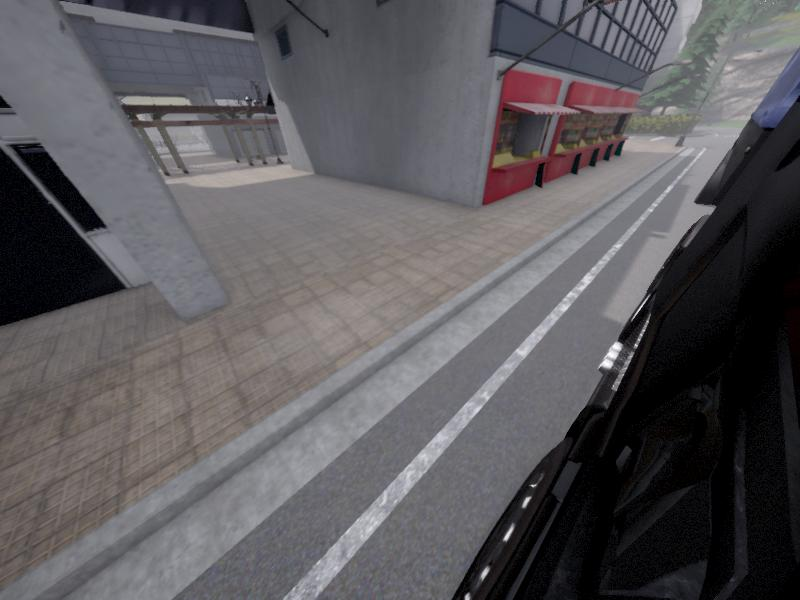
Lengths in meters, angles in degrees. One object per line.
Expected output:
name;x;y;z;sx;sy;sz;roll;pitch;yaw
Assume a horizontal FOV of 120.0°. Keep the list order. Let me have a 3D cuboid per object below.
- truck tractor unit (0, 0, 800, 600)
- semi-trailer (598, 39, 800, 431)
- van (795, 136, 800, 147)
truck tractor unit;2.645;-0.295;0.351;6.516;4.208;3.053;-28;44;-30
semi-trailer;8.674;-3.623;4.251;14.254;4.402;2.717;-28;44;-30
van;29.468;-11.648;15.639;4.442;1.987;1.775;-30;45;-30
